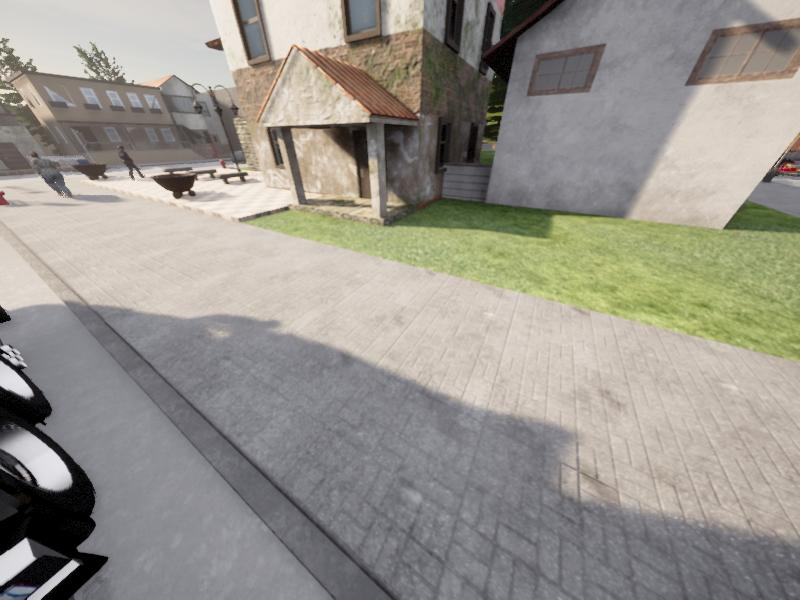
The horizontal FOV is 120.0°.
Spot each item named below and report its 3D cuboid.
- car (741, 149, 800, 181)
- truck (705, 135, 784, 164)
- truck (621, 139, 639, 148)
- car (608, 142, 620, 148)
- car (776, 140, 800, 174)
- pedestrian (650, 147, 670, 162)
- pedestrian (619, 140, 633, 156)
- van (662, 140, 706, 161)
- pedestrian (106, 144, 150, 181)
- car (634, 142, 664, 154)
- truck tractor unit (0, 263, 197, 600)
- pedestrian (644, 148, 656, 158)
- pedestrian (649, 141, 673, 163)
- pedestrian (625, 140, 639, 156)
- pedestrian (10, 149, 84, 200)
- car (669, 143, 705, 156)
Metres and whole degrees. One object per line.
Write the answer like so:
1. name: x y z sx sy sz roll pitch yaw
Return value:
1. car: 26.007 -9.191 15.608 1.789 1.549 3.705 18 39 24
2. truck: 37.940 -16.904 25.782 2.627 2.467 5.204 19 39 25
3. truck: 68.126 -46.442 68.574 2.390 2.098 6.274 18 39 24
4. car: 63.436 -46.060 68.596 1.845 1.501 3.633 18 39 24
5. car: 31.355 -10.213 16.610 2.150 2.045 5.566 19 40 25
6. pedestrian: 27.655 -15.429 24.550 0.751 1.300 0.751 15 38 20
7. pedestrian: 32.951 -22.187 33.718 0.751 1.860 0.751 21 40 27
8. van: 35.613 -18.912 29.109 1.775 1.987 4.442 18 39 24
9. pedestrian: -16.491 -8.370 14.078 0.751 1.860 0.751 -4 35 -5
10. car: 43.511 -26.682 40.472 2.242 1.667 4.611 18 39 24
11. truck tractor unit: -5.106 -0.307 0.778 6.516 4.208 3.053 19 39 24
12. pedestrian: 32.588 -19.192 30.086 0.500 1.100 0.500 1 35 2
13. pedestrian: 26.528 -15.053 23.531 0.751 1.860 0.751 15 38 21
14. pedestrian: 33.708 -22.073 33.548 0.751 1.860 0.751 22 41 29
15. pedestrian: -15.272 -5.443 10.073 0.751 1.860 0.751 9 36 14
16. car: 45.415 -23.968 36.677 2.038 1.542 4.974 19 39 26
